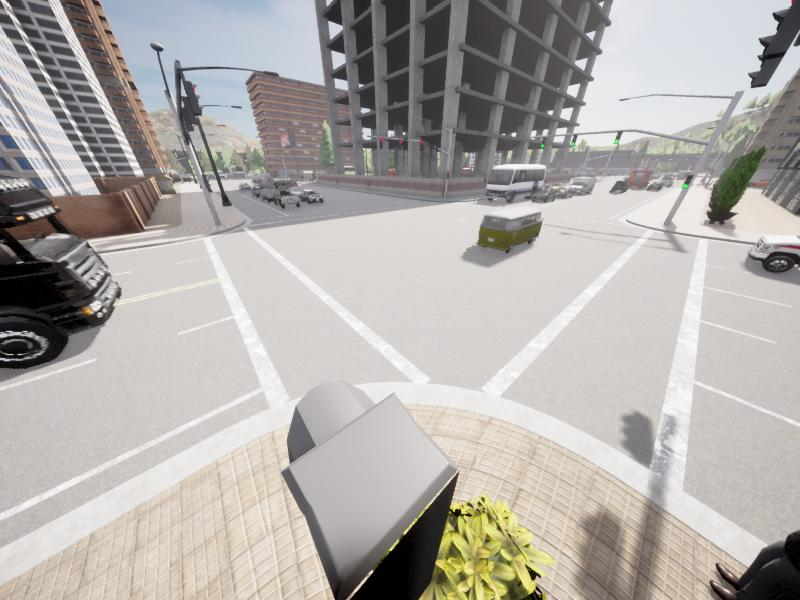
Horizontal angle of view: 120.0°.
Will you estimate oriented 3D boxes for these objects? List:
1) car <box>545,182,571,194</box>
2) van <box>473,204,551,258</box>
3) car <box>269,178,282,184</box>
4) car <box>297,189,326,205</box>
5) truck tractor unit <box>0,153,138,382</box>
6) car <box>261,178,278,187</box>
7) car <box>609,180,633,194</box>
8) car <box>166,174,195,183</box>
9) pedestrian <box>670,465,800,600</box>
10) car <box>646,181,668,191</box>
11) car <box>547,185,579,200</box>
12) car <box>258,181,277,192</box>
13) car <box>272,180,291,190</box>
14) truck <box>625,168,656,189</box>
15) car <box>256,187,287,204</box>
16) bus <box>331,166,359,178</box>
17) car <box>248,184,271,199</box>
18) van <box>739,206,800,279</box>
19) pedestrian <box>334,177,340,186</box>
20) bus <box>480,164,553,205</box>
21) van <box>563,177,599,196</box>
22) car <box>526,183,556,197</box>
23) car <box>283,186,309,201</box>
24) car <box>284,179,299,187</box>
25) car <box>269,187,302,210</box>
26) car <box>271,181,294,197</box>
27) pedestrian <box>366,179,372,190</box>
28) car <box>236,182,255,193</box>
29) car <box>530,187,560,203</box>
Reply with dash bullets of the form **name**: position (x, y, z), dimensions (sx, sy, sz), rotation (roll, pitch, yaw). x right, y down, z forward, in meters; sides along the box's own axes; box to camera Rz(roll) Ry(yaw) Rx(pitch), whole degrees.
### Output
- **car**: position (27.904, -19.813, 40.744), dimensions (5.366, 1.575, 1.801), rotation (-23, 37, -34)
- **van**: position (6.350, -4.032, 13.006), dimensions (4.442, 1.987, 1.775), rotation (-23, 37, -34)
- **car**: position (-33.458, -31.921, 61.996), dimensions (1.895, 1.301, 4.718), rotation (-22, 37, -34)
- **car**: position (-11.249, -13.098, 29.215), dimensions (1.970, 1.475, 3.806), rotation (-22, 37, -33)
- **truck tractor unit**: position (-10.628, -0.195, 4.121), dimensions (6.516, 4.208, 3.053), rotation (-22, 37, -33)
- **car**: position (-30.602, -27.593, 54.171), dimensions (2.033, 1.649, 4.856), rotation (-22, 37, -34)
- **car**: position (39.088, -20.084, 40.901), dimensions (3.866, 1.878, 1.905), rotation (-23, 37, -34)
- **car**: position (-62.395, -34.587, 65.873), dimensions (5.566, 2.045, 2.150), rotation (-23, 37, -34)
- **pedestrian**: position (3.453, 2.233, 1.925), dimensions (0.751, 1.860, 0.751), rotation (-15, 33, -24)
- **car**: position (50.246, -22.342, 45.177), dimensions (4.514, 1.525, 2.007), rotation (-23, 37, -34)
- **car**: position (23.938, -15.821, 33.898), dimensions (4.902, 1.511, 2.128), rotation (-23, 37, -34)
- **car**: position (-25.244, -21.554, 43.842), dimensions (1.837, 1.490, 4.892), rotation (-22, 37, -34)
- **car**: position (-24.700, -23.975, 48.022), dimensions (2.128, 1.511, 4.902), rotation (-22, 37, -34)
- **truck**: position (52.579, -26.748, 50.510), dimensions (8.468, 3.827, 2.891), rotation (-25, 38, -37)
- **car**: position (-17.016, -13.831, 30.482), dimensions (2.163, 1.488, 4.792), rotation (-23, 37, -34)
- **bus**: position (-22.275, -52.408, 94.519), dimensions (10.273, 4.253, 3.944), rotation (-23, 37, -34)
- **car**: position (-21.131, -16.369, 34.750), dimensions (1.851, 1.617, 3.988), rotation (-22, 37, -34)
- **van**: position (18.458, -1.625, 8.393), dimensions (2.351, 2.431, 6.366), rotation (-23, 37, -34)
- **pedestrian**: position (-14.444, -27.204, 52.911), dimensions (0.751, 1.860, 0.751), rotation (-22, 36, -33)
- **bus**: position (15.792, -15.784, 31.093), dimensions (10.273, 4.253, 3.944), rotation (-23, 37, -34)
- **van**: position (29.747, -18.669, 37.914), dimensions (6.366, 2.431, 2.351), rotation (-23, 37, -34)
- **car**: position (22.490, -17.570, 36.767), dimensions (4.611, 1.667, 2.242), rotation (-23, 37, -34)
- **car**: position (-14.901, -15.280, 33.028), dimensions (1.812, 1.442, 4.674), rotation (-22, 37, -34)
- **car**: position (-25.023, -26.933, 53.105), dimensions (1.789, 1.549, 3.705), rotation (-22, 37, -34)
- **car**: position (-13.065, -11.646, 26.299), dimensions (1.932, 1.855, 4.605), rotation (-21, 36, -32)
- **car**: position (-18.776, -17.815, 36.971), dimensions (1.905, 1.878, 3.866), rotation (-23, 37, -34)
- **pedestrian**: position (-5.914, -21.850, 43.638), dimensions (0.751, 1.860, 0.751), rotation (-20, 36, -31)
- **car**: position (-28.364, -20.686, 42.361), dimensions (1.816, 1.474, 4.193), rotation (-22, 37, -34)
- **car**: position (19.024, -13.768, 30.300), dimensions (3.705, 1.549, 1.789), rotation (-23, 37, -34)
